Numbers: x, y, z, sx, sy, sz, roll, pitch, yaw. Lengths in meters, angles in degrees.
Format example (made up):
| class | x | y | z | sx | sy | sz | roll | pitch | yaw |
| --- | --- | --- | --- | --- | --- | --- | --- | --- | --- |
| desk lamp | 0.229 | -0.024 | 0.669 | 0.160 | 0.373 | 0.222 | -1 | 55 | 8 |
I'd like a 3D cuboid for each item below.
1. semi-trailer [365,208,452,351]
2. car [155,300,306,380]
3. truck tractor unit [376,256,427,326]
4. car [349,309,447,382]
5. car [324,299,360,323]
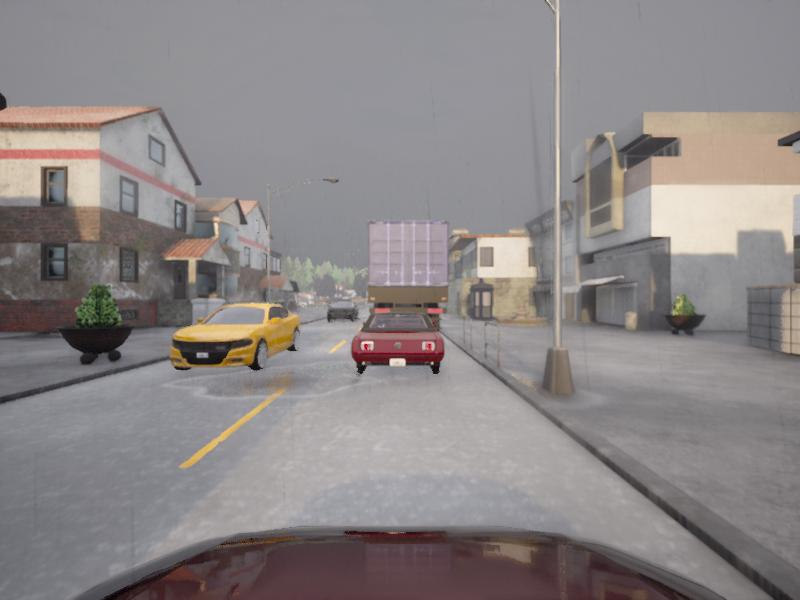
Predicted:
| class | x | y | z | sx | sy | sz | roll | pitch | yaw |
| --- | --- | --- | --- | --- | --- | --- | --- | --- | --- |
| semi-trailer | 0.153 | -0.636 | 19.510 | 2.717 | 4.402 | 14.254 | 0 | 0 | -1 |
| car | -4.034 | 0.813 | 10.638 | 1.882 | 1.535 | 5.008 | 0 | 1 | 0 |
| truck tractor unit | 0.008 | -0.544 | 27.423 | 3.053 | 4.208 | 6.516 | 0 | 0 | -2 |
| car | -0.032 | 0.939 | 10.132 | 1.895 | 1.301 | 4.718 | 0 | 0 | 0 |
| car | -4.136 | 0.743 | 29.389 | 1.930 | 1.638 | 5.238 | 0 | 0 | 0 |
